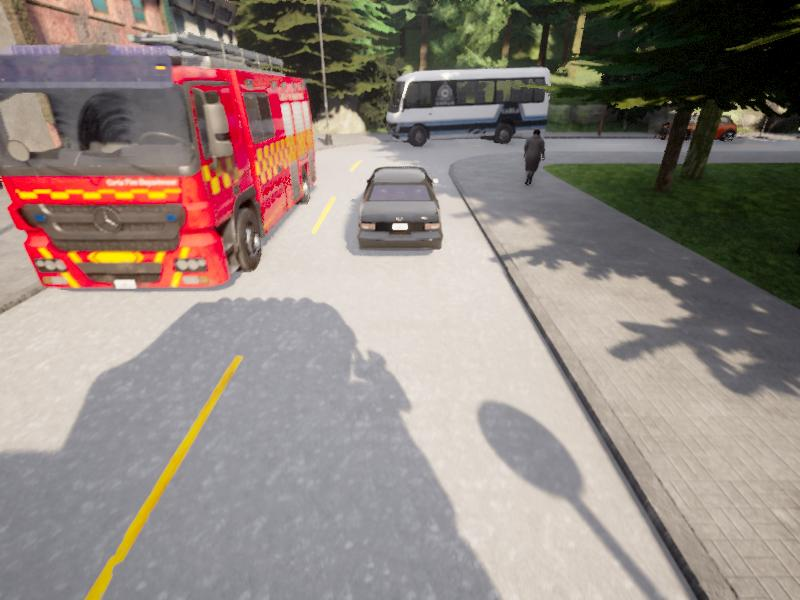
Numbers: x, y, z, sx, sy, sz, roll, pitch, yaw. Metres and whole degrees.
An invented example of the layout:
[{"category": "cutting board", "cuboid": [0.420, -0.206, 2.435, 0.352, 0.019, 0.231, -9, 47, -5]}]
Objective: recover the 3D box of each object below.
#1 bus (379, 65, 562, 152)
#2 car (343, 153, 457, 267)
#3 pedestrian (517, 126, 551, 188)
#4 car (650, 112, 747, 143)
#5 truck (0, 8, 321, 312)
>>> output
[{"category": "bus", "cuboid": [4.163, -12.214, 25.399, 10.273, 4.253, 3.944, -7, 29, -10]}, {"category": "car", "cuboid": [0.000, -2.499, 9.813, 2.033, 1.411, 5.357, 0, 27, 0]}, {"category": "pedestrian", "cuboid": [4.521, -4.854, 13.564, 0.751, 1.860, 0.751, 11, 29, 20]}, {"category": "car", "cuboid": [20.011, -11.650, 26.988, 4.553, 1.767, 2.097, 0, 27, 0]}, {"category": "truck", "cuboid": [-4.133, -3.474, 9.056, 2.891, 3.827, 8.468, 0, 27, 0]}]
